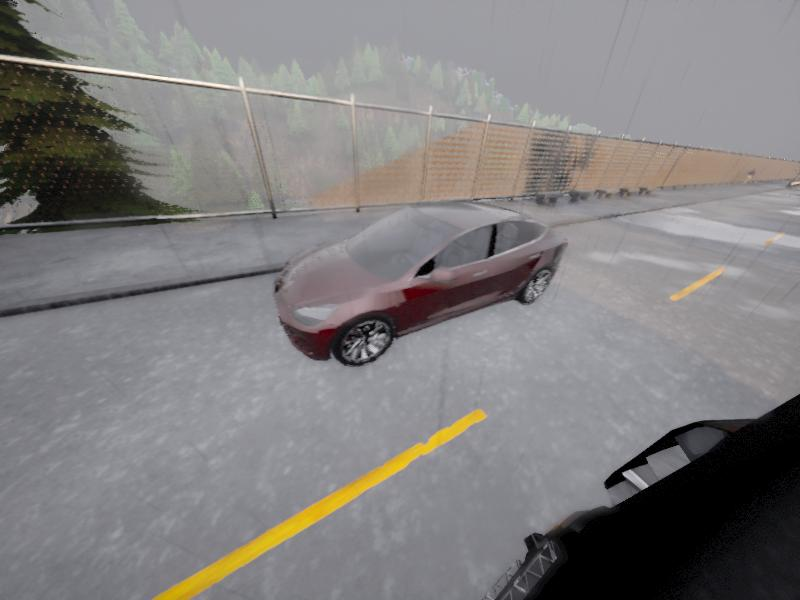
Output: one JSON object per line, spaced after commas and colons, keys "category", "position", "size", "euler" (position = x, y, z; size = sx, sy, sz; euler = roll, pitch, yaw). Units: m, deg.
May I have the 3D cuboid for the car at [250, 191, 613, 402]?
{"category": "car", "position": [0.589, -0.685, 3.700], "size": [4.792, 1.488, 2.163], "euler": [-15, 38, -25]}

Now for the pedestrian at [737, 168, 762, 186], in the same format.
{"category": "pedestrian", "position": [41.808, -14.742, 27.670], "size": [0.751, 1.860, 0.751], "euler": [-15, 38, -25]}
